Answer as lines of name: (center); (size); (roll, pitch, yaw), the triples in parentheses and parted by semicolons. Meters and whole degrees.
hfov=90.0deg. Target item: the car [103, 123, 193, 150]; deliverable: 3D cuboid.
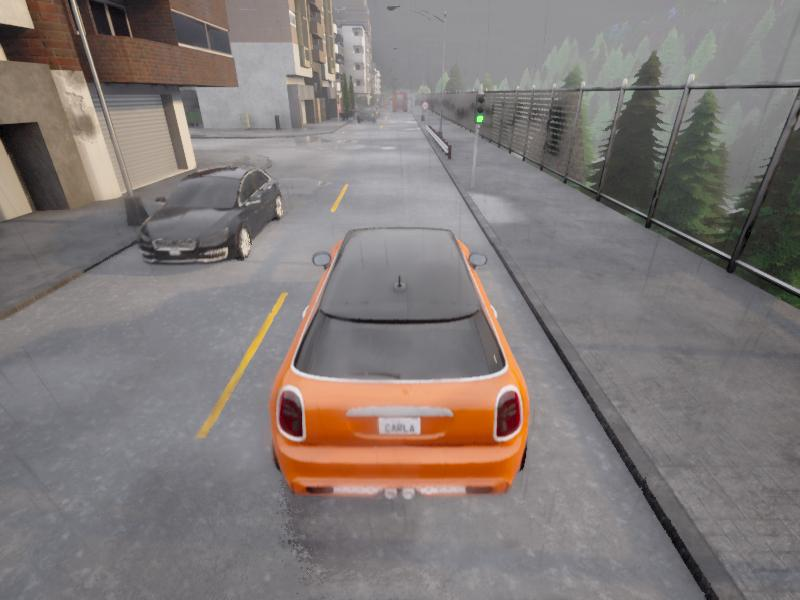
car: (-15.698, -10.292, 25.140); (4.181, 1.385, 1.994); (1, 27, 2)

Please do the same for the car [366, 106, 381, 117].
car: (-3.992, -28.790, 61.016); (1.970, 1.475, 3.806); (0, 27, 0)

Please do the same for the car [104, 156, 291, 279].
car: (-4.085, -2.188, 9.233); (1.837, 1.490, 4.892); (0, 27, -1)

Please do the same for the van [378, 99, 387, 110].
van: (-4.000, -44.570, 91.162); (1.775, 1.987, 4.442); (0, 27, 0)

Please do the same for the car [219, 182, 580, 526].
car: (-0.002, -0.054, 4.752); (2.097, 1.767, 4.553); (0, 27, 0)

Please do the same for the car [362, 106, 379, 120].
car: (-3.994, -25.678, 54.848); (1.801, 1.575, 5.366); (0, 27, 0)

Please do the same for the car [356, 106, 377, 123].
car: (-3.992, -22.521, 48.469); (2.097, 1.767, 4.553); (0, 27, 0)

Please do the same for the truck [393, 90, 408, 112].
truck: (0.008, -40.673, 81.569); (2.891, 3.827, 8.468); (0, 27, 0)

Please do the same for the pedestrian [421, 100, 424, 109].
pedestrian: (5.071, -44.307, 90.507); (0.751, 1.860, 0.751); (2, 27, 4)
